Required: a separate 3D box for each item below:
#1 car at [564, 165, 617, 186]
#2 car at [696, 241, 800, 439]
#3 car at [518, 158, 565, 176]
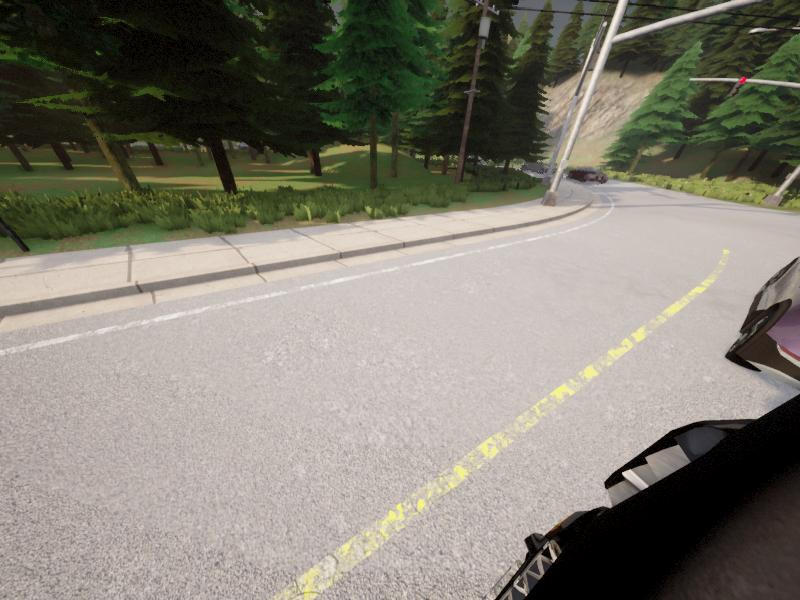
[{"bbox_3d":[18.492,-12.341,22.731,1.994,1.385,4.181,5,34,4],"label":"car"},{"bbox_3d":[6.133,0.168,2.698,4.856,1.649,2.033,-17,39,-28],"label":"car"},{"bbox_3d":[18.309,-17.486,30.238,2.152,1.651,5.027,-5,34,-12],"label":"car"}]
